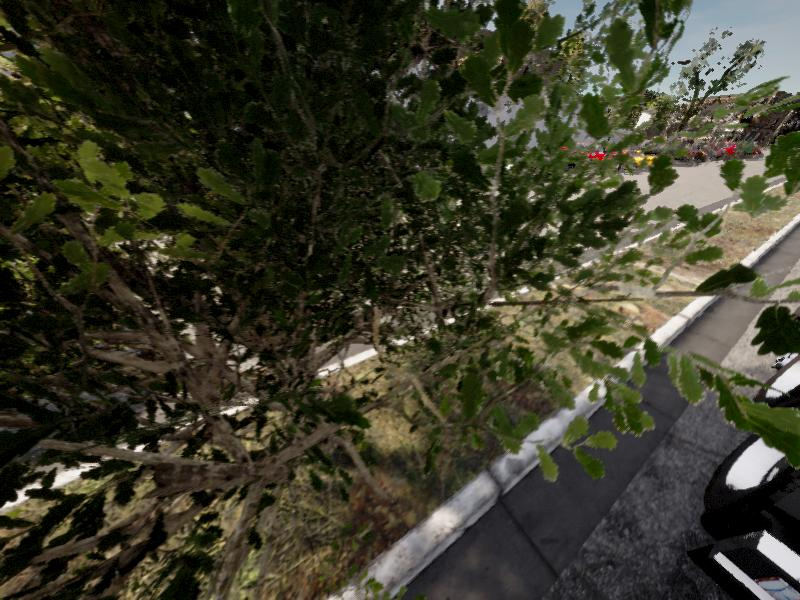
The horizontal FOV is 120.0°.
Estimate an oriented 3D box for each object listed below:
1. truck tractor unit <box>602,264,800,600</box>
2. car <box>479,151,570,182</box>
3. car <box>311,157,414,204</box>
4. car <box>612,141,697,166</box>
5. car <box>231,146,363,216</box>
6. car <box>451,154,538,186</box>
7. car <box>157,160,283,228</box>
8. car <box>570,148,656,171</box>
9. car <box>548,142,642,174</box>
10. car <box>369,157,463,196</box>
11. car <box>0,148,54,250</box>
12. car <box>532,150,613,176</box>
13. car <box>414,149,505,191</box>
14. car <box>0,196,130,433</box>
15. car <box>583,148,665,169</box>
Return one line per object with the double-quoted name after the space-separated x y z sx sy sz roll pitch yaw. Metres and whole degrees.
5.107 -0.305 0.782 6.516 4.208 3.053 -18 39 -24 "truck tractor unit"
8.551 -9.456 16.226 5.008 1.535 2.097 25 42 32 "car"
-1.898 -6.021 11.366 4.792 1.488 2.163 25 42 32 "car"
26.744 -15.680 24.647 5.566 2.045 2.435 25 42 32 "car"
-4.501 -5.407 9.979 5.566 2.045 2.435 25 42 32 "car"
5.943 -8.569 15.036 4.674 1.452 2.002 25 42 32 "car"
-6.942 -4.284 8.775 5.366 1.575 1.946 25 41 32 "car"
19.108 -12.839 21.009 5.366 1.575 1.946 25 42 32 "car"
16.383 -12.243 19.736 5.566 2.045 2.435 25 42 32 "car"
0.738 -6.855 12.593 4.674 1.452 2.002 25 41 32 "car"
-12.266 -2.872 6.248 5.566 2.045 2.435 25 41 32 "car"
13.781 -11.150 18.672 4.792 1.488 2.163 25 42 32 "car"
3.316 -7.859 13.737 4.553 1.767 2.185 25 42 32 "car"
-6.016 0.554 1.696 4.611 1.667 2.242 -18 39 -24 "car"
21.422 -13.825 22.426 5.366 1.575 1.946 25 42 32 "car"
